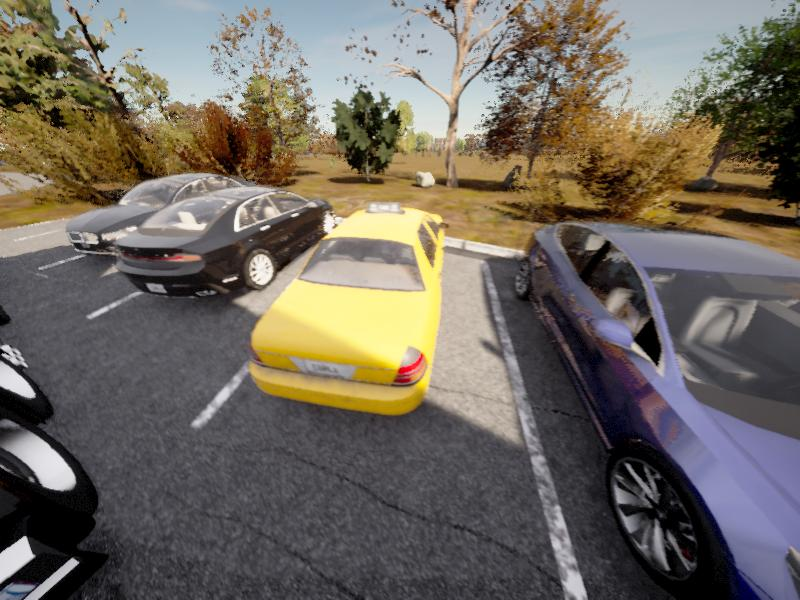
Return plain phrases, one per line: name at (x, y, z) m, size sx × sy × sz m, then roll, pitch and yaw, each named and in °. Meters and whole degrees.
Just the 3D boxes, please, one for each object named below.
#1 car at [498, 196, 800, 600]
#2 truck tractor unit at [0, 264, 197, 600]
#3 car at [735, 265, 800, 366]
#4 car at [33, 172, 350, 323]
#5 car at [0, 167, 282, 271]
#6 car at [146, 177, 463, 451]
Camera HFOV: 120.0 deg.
car at (2.741, 0.218, 2.381) m, size 2.163 × 1.488 × 4.792 m, roll 6°, pitch 35°, yaw 8°
truck tractor unit at (-5.118, -0.293, 0.779) m, size 6.516 × 4.208 × 3.053 m, roll 18°, pitch 39°, yaw 24°
car at (5.685, 1.015, 0.940) m, size 2.185 × 1.767 × 4.553 m, roll 6°, pitch 35°, yaw 8°
car at (-3.136, -1.736, 5.189) m, size 2.231 × 1.521 × 4.892 m, roll 6°, pitch 35°, yaw 8°
car at (-6.068, -2.702, 6.600) m, size 2.231 × 1.521 × 4.892 m, roll 6°, pitch 35°, yaw 8°
car at (-0.169, -0.887, 3.940) m, size 1.946 × 1.575 × 5.366 m, roll 6°, pitch 35°, yaw 8°
